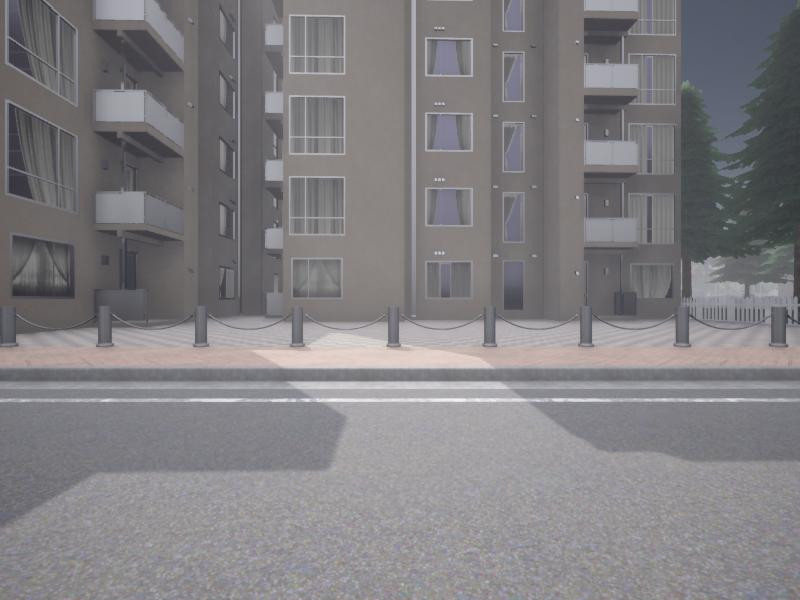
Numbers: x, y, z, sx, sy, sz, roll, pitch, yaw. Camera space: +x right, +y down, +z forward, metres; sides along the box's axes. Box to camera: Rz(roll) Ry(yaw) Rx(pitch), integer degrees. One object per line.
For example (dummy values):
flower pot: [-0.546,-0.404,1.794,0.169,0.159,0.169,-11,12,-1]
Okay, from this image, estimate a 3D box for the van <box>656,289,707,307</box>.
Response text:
van: [40.253,-0.277,57.331,5.915,2.561,1.988,0,0,-1]
